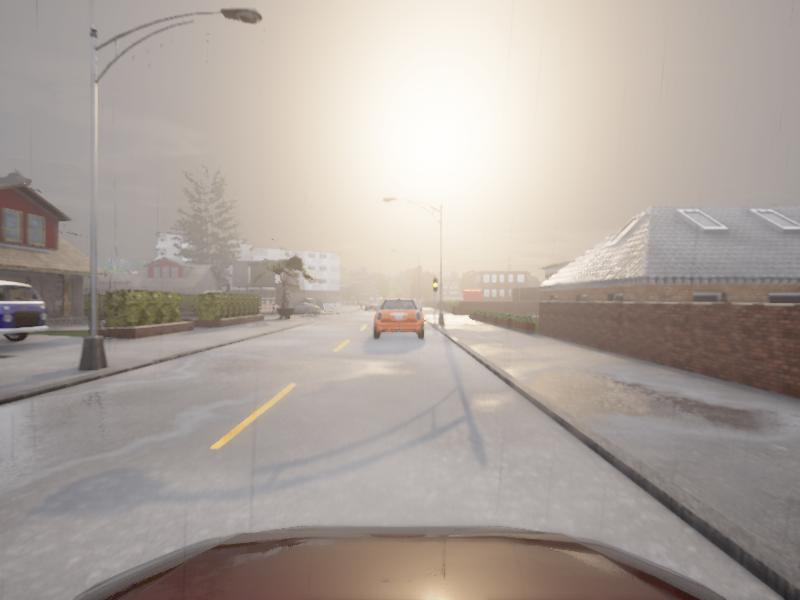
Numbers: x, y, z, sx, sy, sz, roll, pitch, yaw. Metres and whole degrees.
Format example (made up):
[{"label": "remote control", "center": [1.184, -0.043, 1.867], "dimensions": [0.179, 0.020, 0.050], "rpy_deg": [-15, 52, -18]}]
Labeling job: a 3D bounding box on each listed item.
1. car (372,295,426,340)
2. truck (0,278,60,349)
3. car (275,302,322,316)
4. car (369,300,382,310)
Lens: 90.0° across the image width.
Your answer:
[{"label": "car", "center": [-0.048, 0.696, 18.002], "dimensions": [2.097, 1.767, 4.553], "rpy_deg": [0, 0, 0]}, {"label": "truck", "center": [-13.703, 0.297, 12.379], "dimensions": [4.478, 2.038, 2.069], "rpy_deg": [3, 0, 0]}, {"label": "car", "center": [-10.231, 0.910, 40.439], "dimensions": [4.181, 1.385, 1.994], "rpy_deg": [0, 0, 8]}, {"label": "car", "center": [-4.238, 0.775, 69.184], "dimensions": [1.930, 1.638, 5.238], "rpy_deg": [0, 0, 0]}]
